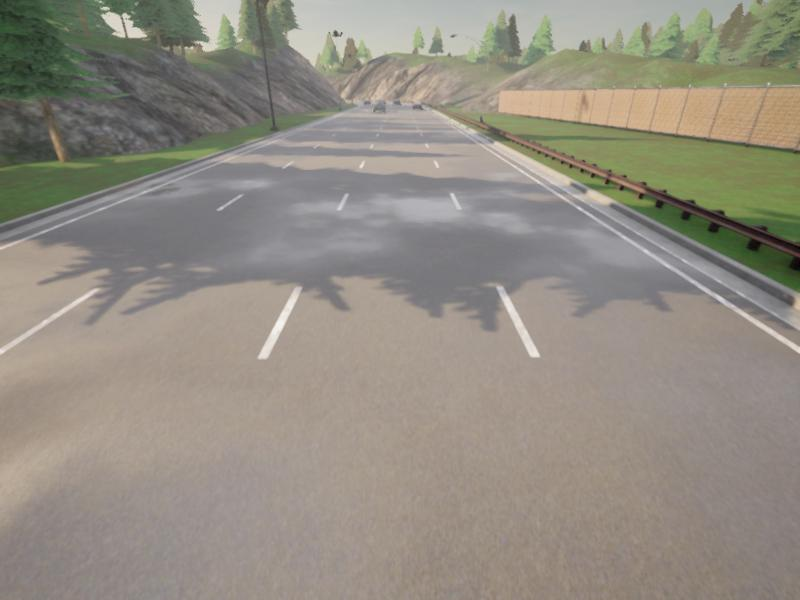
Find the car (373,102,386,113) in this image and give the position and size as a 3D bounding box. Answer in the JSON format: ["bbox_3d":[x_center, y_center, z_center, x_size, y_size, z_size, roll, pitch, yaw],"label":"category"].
[{"bbox_3d":[-3.585,-34.587,71.794,2.152,1.651,5.027,0,27,0],"label":"car"}]
